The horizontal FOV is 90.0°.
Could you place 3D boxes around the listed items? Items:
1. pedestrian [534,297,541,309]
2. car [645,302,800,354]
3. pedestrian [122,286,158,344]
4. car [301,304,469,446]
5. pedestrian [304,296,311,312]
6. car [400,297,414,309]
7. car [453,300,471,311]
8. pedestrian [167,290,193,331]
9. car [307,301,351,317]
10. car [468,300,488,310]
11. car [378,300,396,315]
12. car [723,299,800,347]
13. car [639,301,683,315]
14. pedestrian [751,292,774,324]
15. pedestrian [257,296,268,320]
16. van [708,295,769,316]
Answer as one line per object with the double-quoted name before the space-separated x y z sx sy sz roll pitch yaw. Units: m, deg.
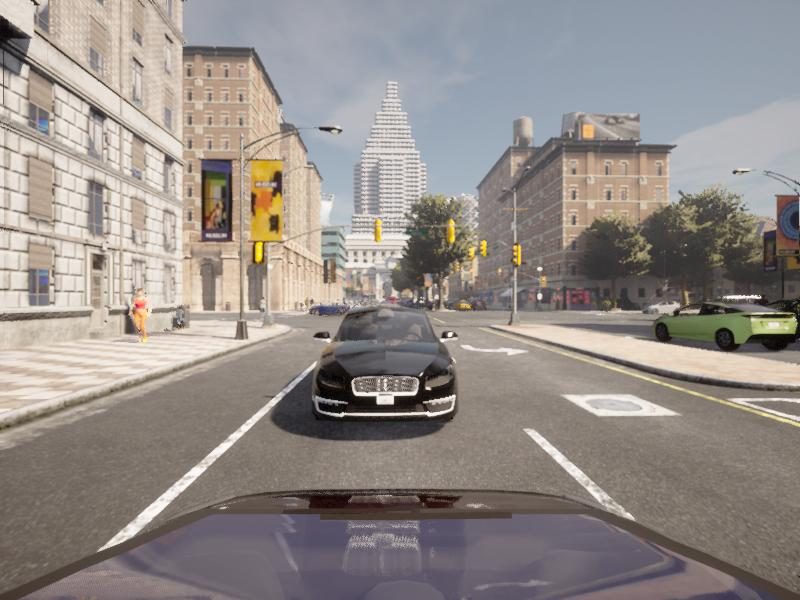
"pedestrian" 21.190 0.466 61.852 0.751 1.860 0.751 0 0 -12
"car" 11.025 0.824 14.002 2.007 1.525 4.514 0 0 -2
"pedestrian" -8.508 0.481 13.137 0.751 1.860 0.751 0 0 -10
"car" -0.236 0.842 6.825 1.837 1.490 4.892 0 0 -2
"pedestrian" -11.314 0.469 48.818 0.751 1.860 0.751 0 0 -5
"car" 1.208 0.550 69.335 2.150 2.045 5.566 0 0 -2
"car" 9.494 0.782 61.392 1.801 1.575 5.366 0 0 -2
"pedestrian" -10.114 0.479 18.393 0.751 1.860 0.751 0 0 8
"car" -6.787 0.841 38.672 3.806 1.475 1.970 0 0 6
"car" 12.811 0.760 66.329 2.152 1.651 5.027 0 0 -2
"car" -1.478 0.809 44.596 1.882 1.535 5.008 0 0 -2
"car" 14.512 0.784 14.784 1.851 1.617 3.988 0 0 -2
"car" 28.648 0.813 43.979 3.633 1.501 1.845 0 0 -2
"pedestrian" 21.507 0.478 23.740 0.751 1.860 0.751 0 0 11
"pedestrian" -11.079 0.627 32.223 0.751 1.860 0.751 0 0 -13
"van" 34.344 0.559 40.694 4.480 2.038 2.069 0 0 -2
